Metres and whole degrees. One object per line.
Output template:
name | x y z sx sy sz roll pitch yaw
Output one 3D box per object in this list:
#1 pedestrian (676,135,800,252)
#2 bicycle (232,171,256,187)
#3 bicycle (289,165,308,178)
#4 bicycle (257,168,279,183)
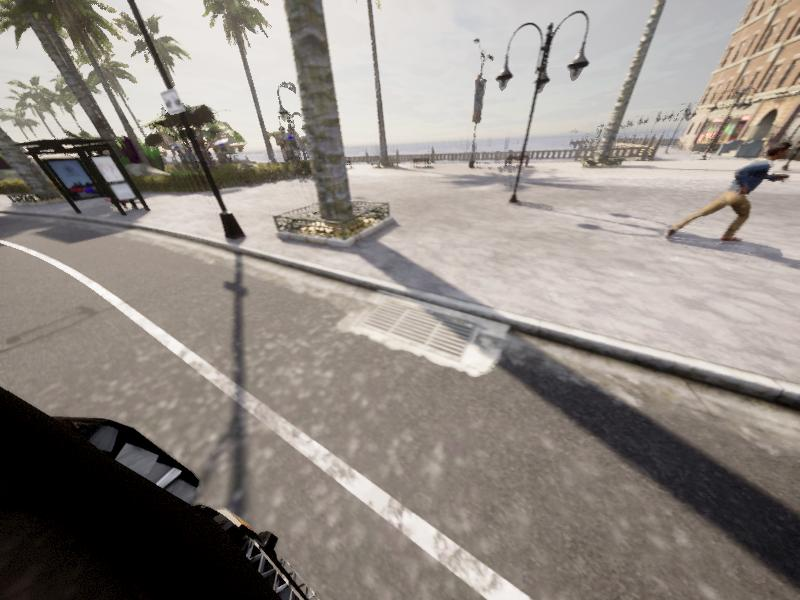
pedestrian | 6.484 -1.970 4.386 0.751 1.860 0.751 13 37 23
bicycle | -11.505 -8.930 17.008 1.643 1.024 0.373 15 38 25
bicycle | -9.045 -11.455 20.595 1.643 1.024 0.373 15 38 25
bicycle | -10.521 -9.940 18.443 1.643 1.024 0.373 15 38 25
